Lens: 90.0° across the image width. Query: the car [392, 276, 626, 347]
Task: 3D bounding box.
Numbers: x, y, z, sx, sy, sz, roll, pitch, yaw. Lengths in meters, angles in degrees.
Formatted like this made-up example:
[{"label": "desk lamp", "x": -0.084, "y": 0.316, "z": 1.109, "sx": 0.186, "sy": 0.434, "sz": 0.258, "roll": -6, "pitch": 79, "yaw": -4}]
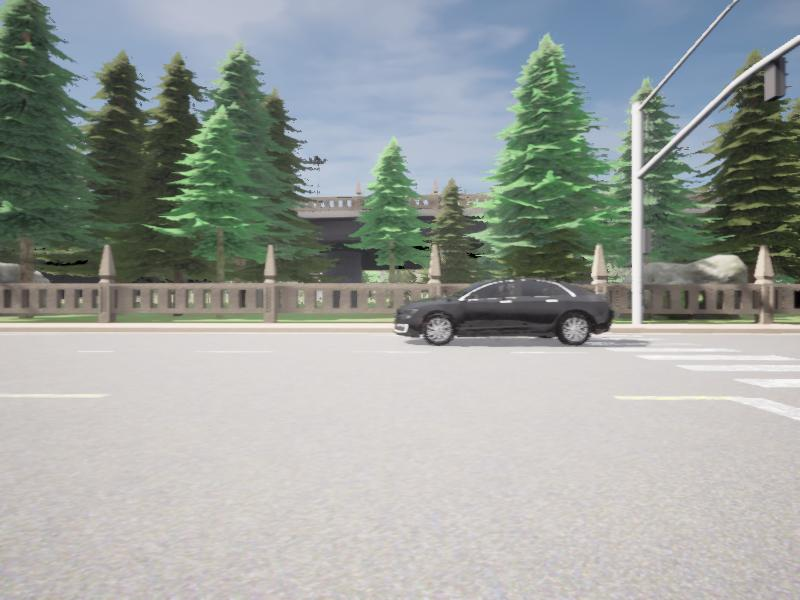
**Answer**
[{"label": "car", "x": 2.298, "y": 0.245, "z": 9.309, "sx": 4.892, "sy": 1.490, "sz": 1.837, "roll": 0, "pitch": 0, "yaw": 1}]
